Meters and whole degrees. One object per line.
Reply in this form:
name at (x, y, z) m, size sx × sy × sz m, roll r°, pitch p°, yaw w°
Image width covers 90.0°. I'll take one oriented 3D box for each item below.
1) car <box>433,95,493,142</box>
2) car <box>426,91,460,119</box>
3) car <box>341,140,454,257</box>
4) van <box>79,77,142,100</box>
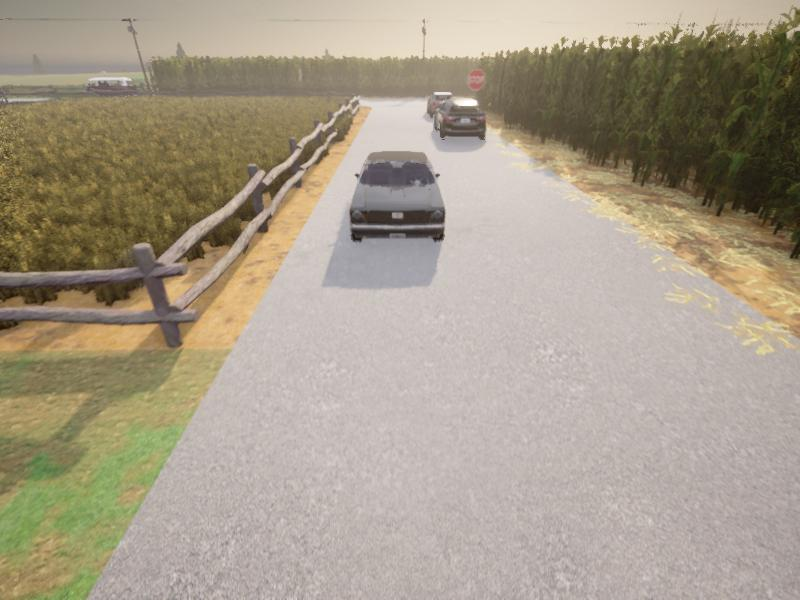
car at (2.967, -9.202, 20.071) m, size 2.242 × 1.667 × 4.611 m, roll 0°, pitch 30°, yaw 0°
car at (2.913, -13.699, 27.949) m, size 1.970 × 1.475 × 3.806 m, roll 0°, pitch 30°, yaw 0°
car at (-0.058, -2.547, 9.067) m, size 1.895 × 1.301 × 4.718 m, roll 0°, pitch 30°, yaw 0°
van at (-29.625, -21.707, 41.063) m, size 4.480 × 2.038 × 2.069 m, roll 0°, pitch 30°, yaw 0°
